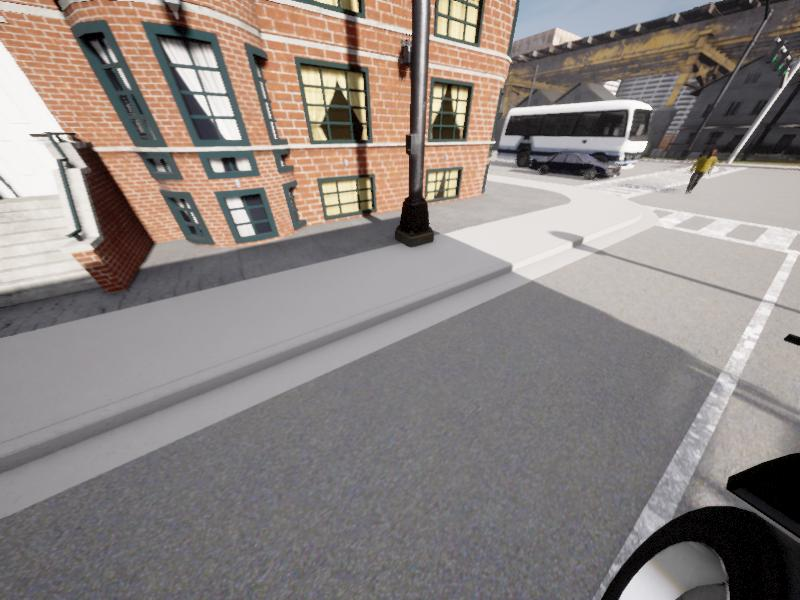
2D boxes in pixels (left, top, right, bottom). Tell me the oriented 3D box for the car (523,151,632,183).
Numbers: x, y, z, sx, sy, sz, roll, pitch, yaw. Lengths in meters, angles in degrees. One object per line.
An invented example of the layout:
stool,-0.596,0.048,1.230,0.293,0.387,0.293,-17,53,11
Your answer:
car,11.591,-9.127,15.611,2.033,1.411,5.357,-20,40,-26

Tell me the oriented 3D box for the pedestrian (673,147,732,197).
pedestrian,13.363,-5.680,10.258,0.751,1.860,0.751,-23,41,-29

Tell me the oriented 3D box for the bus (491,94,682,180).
bus,13.167,-12.794,18.317,3.944,4.253,10.273,-20,41,-26

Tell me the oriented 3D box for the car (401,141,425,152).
car,2.381,-29.152,43.894,1.930,1.638,5.238,-20,40,-26

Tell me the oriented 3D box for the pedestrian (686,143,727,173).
pedestrian,22.174,-10.298,16.766,0.751,1.860,0.751,-5,35,-7
